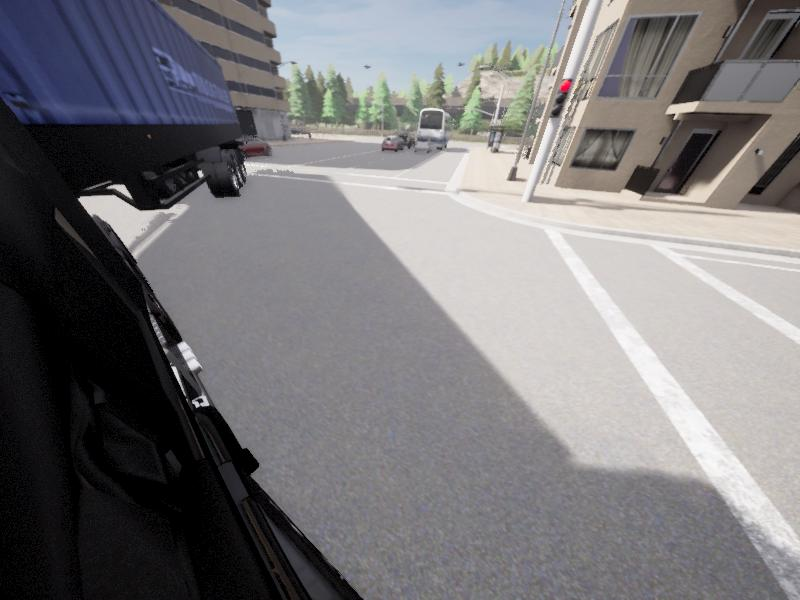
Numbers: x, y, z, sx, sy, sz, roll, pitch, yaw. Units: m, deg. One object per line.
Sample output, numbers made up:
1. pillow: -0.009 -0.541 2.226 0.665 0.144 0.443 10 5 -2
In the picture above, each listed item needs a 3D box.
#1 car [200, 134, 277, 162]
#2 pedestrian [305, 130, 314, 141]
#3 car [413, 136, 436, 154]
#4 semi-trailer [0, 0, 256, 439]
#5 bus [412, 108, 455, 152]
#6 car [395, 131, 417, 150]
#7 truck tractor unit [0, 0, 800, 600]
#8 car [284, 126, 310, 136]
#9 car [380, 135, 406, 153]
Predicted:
1. car: -11.375 -11.079 16.684 1.994 1.385 4.181 11 38 11
2. pedestrian: -13.695 -25.051 35.114 0.751 1.300 0.751 11 37 11
3. car: 2.924 -18.142 27.026 1.845 1.501 3.633 11 37 11
4. semi-trailer: -6.389 -4.541 5.641 2.717 4.402 14.254 -13 39 -19
5. bus: 4.968 -23.808 32.509 3.944 4.253 10.273 11 37 11
6. car: 0.864 -21.768 31.478 1.932 1.855 4.605 11 37 11
7. truck tractor unit: -2.645 -0.295 0.351 6.516 4.208 3.053 28 44 30
8. car: -22.583 -37.086 50.762 4.892 1.490 1.837 11 37 11
9. car: -0.732 -18.197 26.899 1.970 1.475 3.806 11 37 11
